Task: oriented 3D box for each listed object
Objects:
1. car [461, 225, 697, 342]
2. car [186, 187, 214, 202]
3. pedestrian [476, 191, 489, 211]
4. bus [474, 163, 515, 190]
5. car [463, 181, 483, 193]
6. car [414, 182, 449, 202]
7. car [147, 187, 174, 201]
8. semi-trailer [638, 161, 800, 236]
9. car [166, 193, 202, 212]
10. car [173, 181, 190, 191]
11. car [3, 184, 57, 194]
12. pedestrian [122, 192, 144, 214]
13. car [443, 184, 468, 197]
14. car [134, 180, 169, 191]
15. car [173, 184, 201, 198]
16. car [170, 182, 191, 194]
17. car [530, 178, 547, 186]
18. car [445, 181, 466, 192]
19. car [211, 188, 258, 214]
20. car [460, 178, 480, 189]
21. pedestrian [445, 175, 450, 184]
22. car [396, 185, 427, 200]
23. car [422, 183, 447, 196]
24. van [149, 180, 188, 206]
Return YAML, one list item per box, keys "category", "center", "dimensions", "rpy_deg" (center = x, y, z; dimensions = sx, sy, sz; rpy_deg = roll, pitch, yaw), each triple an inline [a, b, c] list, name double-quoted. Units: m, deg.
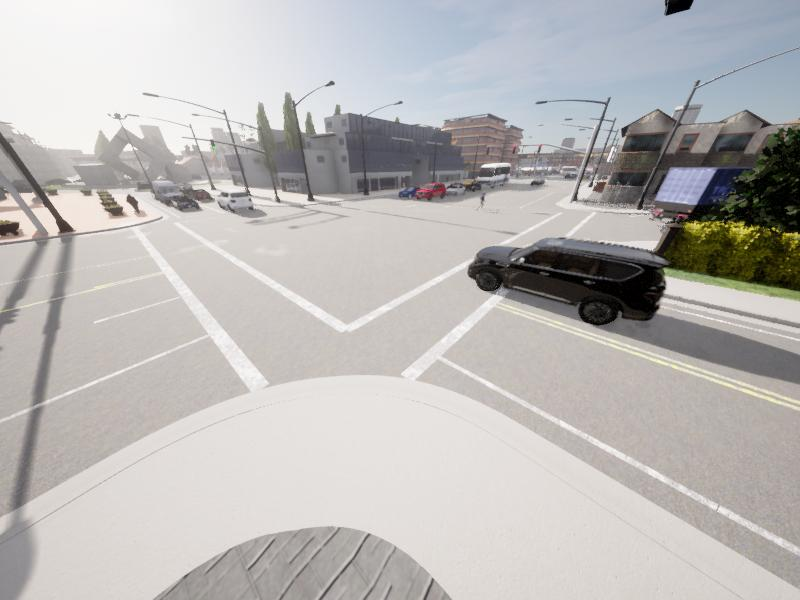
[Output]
- category: "car"
  center: [5.310, -1.024, 8.035]
  dimensions: [5.566, 2.045, 2.150]
  rpy_deg: [22, 37, 34]
- category: "car"
  center: [-28.696, -15.194, 33.154]
  dimensions: [4.193, 1.474, 1.816]
  rpy_deg: [23, 37, 34]
- category: "pedestrian"
  center: [8.684, -10.413, 24.399]
  dimensions: [0.751, 1.860, 0.751]
  rpy_deg: [1, 30, 1]
- category: "bus"
  center: [19.637, -25.762, 47.774]
  dimensions: [3.944, 4.253, 10.273]
  rpy_deg: [23, 39, 34]
- category: "car"
  center: [13.383, -20.697, 42.256]
  dimensions: [1.816, 1.474, 4.193]
  rpy_deg: [23, 38, 34]
- category: "car"
  center: [4.495, -15.481, 32.969]
  dimensions: [2.150, 2.045, 5.566]
  rpy_deg: [23, 37, 34]
- category: "car"
  center: [-35.140, -15.621, 33.838]
  dimensions: [3.633, 1.501, 1.845]
  rpy_deg: [22, 37, 33]
- category: "semi-trailer"
  center: [25.978, -7.326, 16.577]
  dimensions: [14.254, 4.402, 2.717]
  rpy_deg: [-3, 30, -5]
- category: "car"
  center: [-24.281, -11.043, 25.962]
  dimensions: [4.193, 1.474, 1.816]
  rpy_deg: [23, 37, 34]
- category: "car"
  center: [-44.098, -23.018, 46.704]
  dimensions: [1.816, 1.474, 4.193]
  rpy_deg: [-18, 35, -28]
- category: "car"
  center: [-66.831, -20.176, 41.848]
  dimensions: [5.357, 1.411, 2.033]
  rpy_deg: [-3, 30, -5]
- category: "pedestrian"
  center: [-25.962, -9.457, 22.483]
  dimensions: [0.751, 1.860, 0.751]
  rpy_deg: [23, 37, 34]
- category: "car"
  center: [9.175, -18.068, 37.952]
  dimensions: [1.812, 1.442, 4.674]
  rpy_deg: [23, 38, 34]
- category: "car"
  center: [-51.623, -23.916, 48.065]
  dimensions: [4.611, 1.667, 2.242]
  rpy_deg: [-26, 39, -37]
- category: "car"
  center: [-34.663, -17.825, 37.543]
  dimensions: [5.238, 1.638, 1.930]
  rpy_deg: [23, 37, 34]
- category: "car"
  center: [-39.723, -20.263, 41.765]
  dimensions: [1.930, 1.638, 5.238]
  rpy_deg: [-26, 39, -37]
- category: "car"
  center: [29.756, -25.351, 49.610]
  dimensions: [1.895, 1.301, 4.718]
  rpy_deg: [23, 38, 34]
- category: "car"
  center: [10.656, -21.736, 44.166]
  dimensions: [1.994, 1.385, 4.181]
  rpy_deg: [24, 39, 35]
- category: "car"
  center: [-18.001, -10.851, 25.062]
  dimensions: [5.566, 2.045, 2.150]
  rpy_deg: [24, 38, 35]
- category: "car"
  center: [14.715, -24.380, 48.283]
  dimensions: [1.882, 1.535, 5.008]
  rpy_deg: [23, 39, 34]
- category: "pedestrian"
  center: [11.163, -28.114, 53.919]
  dimensions: [0.751, 1.860, 0.751]
  rpy_deg: [15, 33, 25]
- category: "car"
  center: [1.789, -16.373, 35.030]
  dimensions: [1.882, 1.535, 5.008]
  rpy_deg: [22, 37, 34]
- category: "car"
  center: [5.948, -18.877, 39.331]
  dimensions: [1.837, 1.490, 4.892]
  rpy_deg: [22, 38, 34]
- category: "van"
  center: [-29.986, -13.922, 29.886]
  dimensions: [5.915, 2.561, 1.988]
  rpy_deg: [23, 37, 34]
